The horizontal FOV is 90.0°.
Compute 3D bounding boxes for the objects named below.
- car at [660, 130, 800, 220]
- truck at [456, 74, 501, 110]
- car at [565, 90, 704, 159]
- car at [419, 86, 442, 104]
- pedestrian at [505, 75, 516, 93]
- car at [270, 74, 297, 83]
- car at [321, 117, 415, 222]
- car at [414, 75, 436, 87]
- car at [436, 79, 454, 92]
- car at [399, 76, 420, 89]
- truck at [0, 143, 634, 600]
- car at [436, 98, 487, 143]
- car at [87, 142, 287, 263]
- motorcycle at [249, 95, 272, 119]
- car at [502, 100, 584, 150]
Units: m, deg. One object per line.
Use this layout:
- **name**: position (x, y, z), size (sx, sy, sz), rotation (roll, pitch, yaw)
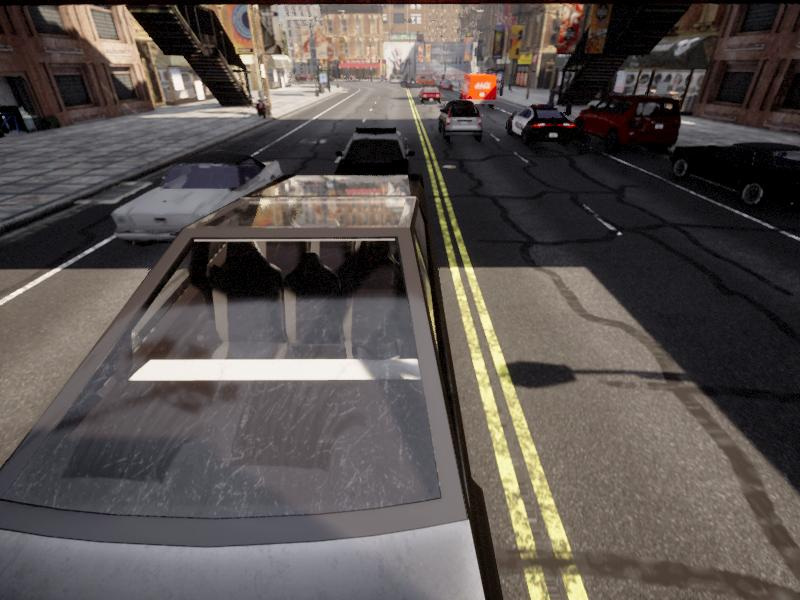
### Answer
- **car**: position (9.522, -3.572, 10.810), size (1.895, 1.301, 4.718), rotation (0, 30, 0)
- **truck**: position (6.406, -17.415, 33.362), size (2.627, 2.467, 5.204), rotation (0, 30, 0)
- **car**: position (9.474, -7.619, 17.012), size (2.435, 2.045, 5.566), rotation (0, 30, 0)
- **car**: position (2.902, -19.986, 38.936), size (1.895, 1.301, 4.718), rotation (0, 30, 0)
- **pedestrian**: position (13.729, -26.855, 49.756), size (0.751, 1.860, 0.751), rotation (-6, 31, -10)
- **car**: position (-25.279, -48.066, 86.829), size (5.366, 1.575, 1.801), rotation (13, 33, 21)
- **car**: position (-0.637, -3.816, 10.923), size (1.930, 1.638, 5.238), rotation (0, 31, 1)
- **car**: position (4.284, -37.686, 68.742), size (2.097, 1.767, 4.553), rotation (-10, 32, -17)
- **car**: position (6.382, -30.617, 57.030), size (1.994, 1.385, 4.181), rotation (0, 30, 0)
- **car**: position (1.509, -36.121, 66.321), size (2.242, 1.667, 4.611), rotation (-8, 31, -13)
- **truck**: position (-0.709, 0.184, 3.677), size (2.390, 2.098, 6.274), rotation (0, 30, 0)
- **car**: position (2.914, -8.940, 19.719), size (1.851, 1.617, 3.988), rotation (0, 30, 0)
- **car**: position (-4.156, -2.426, 8.894), size (1.895, 1.301, 4.718), rotation (0, 30, 0)
- **motorcycle**: position (-9.015, -12.452, 25.815), size (0.856, 1.236, 1.805), rotation (-17, 34, -26)
- **car**: position (6.414, -8.302, 18.698), size (2.038, 1.542, 4.974), rotation (0, 31, 0)
